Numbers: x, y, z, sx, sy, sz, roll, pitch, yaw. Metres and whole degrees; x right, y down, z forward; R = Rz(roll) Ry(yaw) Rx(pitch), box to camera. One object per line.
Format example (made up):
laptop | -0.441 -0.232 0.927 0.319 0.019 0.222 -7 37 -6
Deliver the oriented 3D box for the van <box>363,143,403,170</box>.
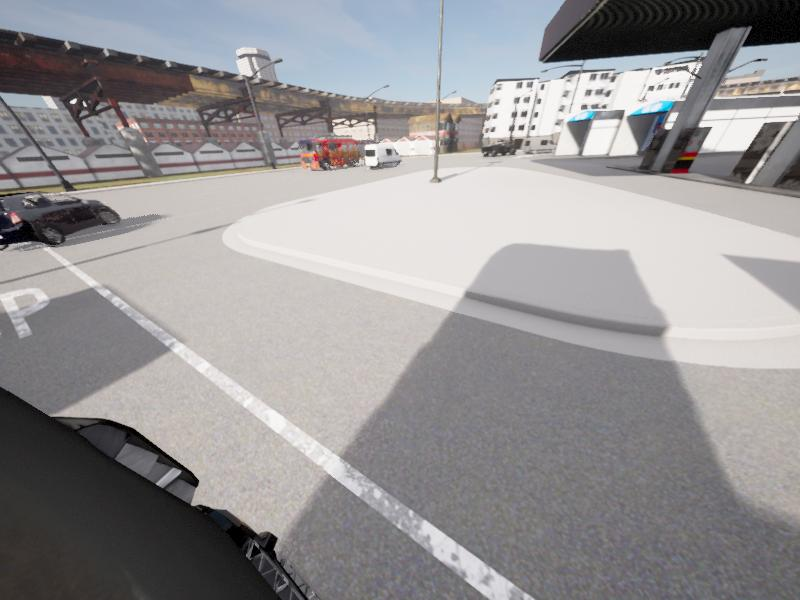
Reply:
van | -1.984 -18.435 29.641 1.988 2.561 5.915 17 38 27

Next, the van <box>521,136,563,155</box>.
van | 25.411 -27.692 41.411 5.915 2.561 1.988 -7 34 -6

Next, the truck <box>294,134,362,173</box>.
truck | -9.150 -19.644 30.874 2.891 3.827 8.468 16 38 27

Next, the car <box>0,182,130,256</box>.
car | -12.207 -2.953 8.016 1.845 1.501 3.633 -12 35 -11

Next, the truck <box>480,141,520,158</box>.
truck | 17.283 -26.111 40.077 6.274 2.098 2.390 -16 36 -19
